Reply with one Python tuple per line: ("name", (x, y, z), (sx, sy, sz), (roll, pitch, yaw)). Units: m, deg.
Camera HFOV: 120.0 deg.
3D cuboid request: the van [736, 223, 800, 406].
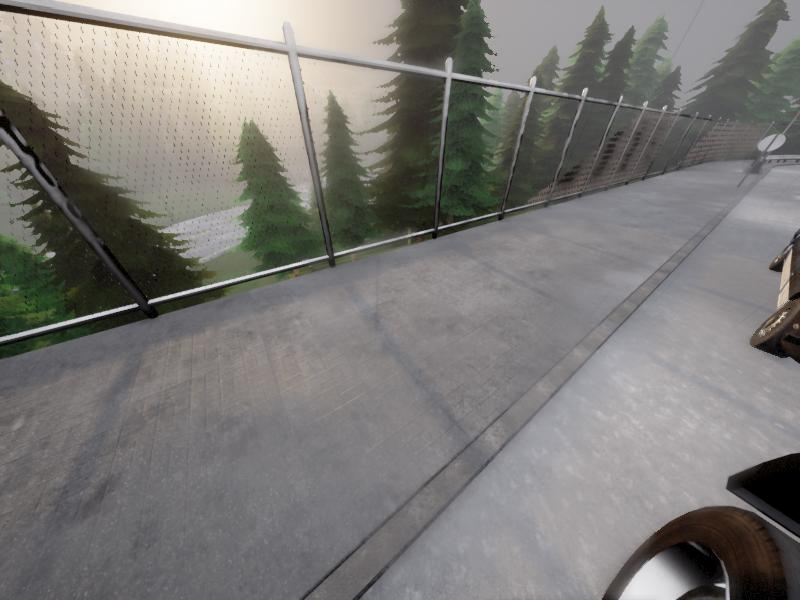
("van", (6.826, -0.675, 2.631), (5.915, 2.561, 1.988), (-22, 41, -28))
